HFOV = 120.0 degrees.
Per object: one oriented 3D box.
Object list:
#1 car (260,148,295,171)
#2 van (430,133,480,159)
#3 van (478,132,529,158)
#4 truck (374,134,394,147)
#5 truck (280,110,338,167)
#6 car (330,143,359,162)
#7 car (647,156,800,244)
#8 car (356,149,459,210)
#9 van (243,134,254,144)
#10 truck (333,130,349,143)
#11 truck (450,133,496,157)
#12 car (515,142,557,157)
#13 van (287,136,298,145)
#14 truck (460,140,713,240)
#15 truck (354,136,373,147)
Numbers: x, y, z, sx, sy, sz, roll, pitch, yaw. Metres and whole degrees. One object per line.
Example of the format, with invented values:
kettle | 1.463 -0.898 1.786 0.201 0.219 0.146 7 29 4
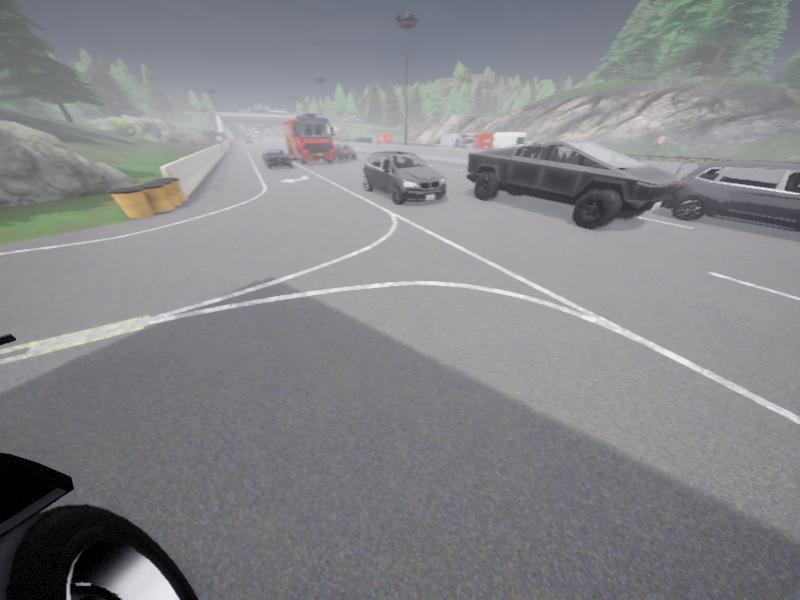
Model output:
car | -10.402 -11.924 19.451 1.895 1.301 4.718 -18 39 -24
van | 6.692 -19.591 29.256 2.351 2.431 6.366 -18 39 -24
van | 13.534 -20.789 30.852 1.988 2.561 5.915 -18 39 -23
truck | -3.913 -38.722 56.033 2.627 2.467 5.204 -18 39 -24
truck | -9.028 -15.662 22.517 2.891 3.827 8.468 -18 39 -24
car | -6.096 -16.149 25.229 1.816 1.474 4.193 -16 39 -21
car | 10.701 -2.807 6.378 2.242 1.667 4.611 -18 39 -24
car | 0.050 -5.485 10.114 2.242 1.667 4.611 -18 39 -24
van | -47.290 -50.262 72.052 1.988 2.561 5.915 -18 39 -24
truck | -22.345 -62.301 87.899 2.891 3.827 8.468 -18 39 -24
truck | 9.589 -20.754 30.863 2.627 2.467 5.204 -18 40 -24
car | 17.946 -20.025 30.703 1.816 1.474 4.193 -18 39 -24
van | -30.465 -45.140 65.406 1.775 1.987 4.442 -18 39 -24
truck | 5.331 -4.365 8.186 2.390 2.098 6.274 -18 39 -24
truck | -9.275 -39.948 58.060 2.390 2.098 6.274 -18 39 -24
